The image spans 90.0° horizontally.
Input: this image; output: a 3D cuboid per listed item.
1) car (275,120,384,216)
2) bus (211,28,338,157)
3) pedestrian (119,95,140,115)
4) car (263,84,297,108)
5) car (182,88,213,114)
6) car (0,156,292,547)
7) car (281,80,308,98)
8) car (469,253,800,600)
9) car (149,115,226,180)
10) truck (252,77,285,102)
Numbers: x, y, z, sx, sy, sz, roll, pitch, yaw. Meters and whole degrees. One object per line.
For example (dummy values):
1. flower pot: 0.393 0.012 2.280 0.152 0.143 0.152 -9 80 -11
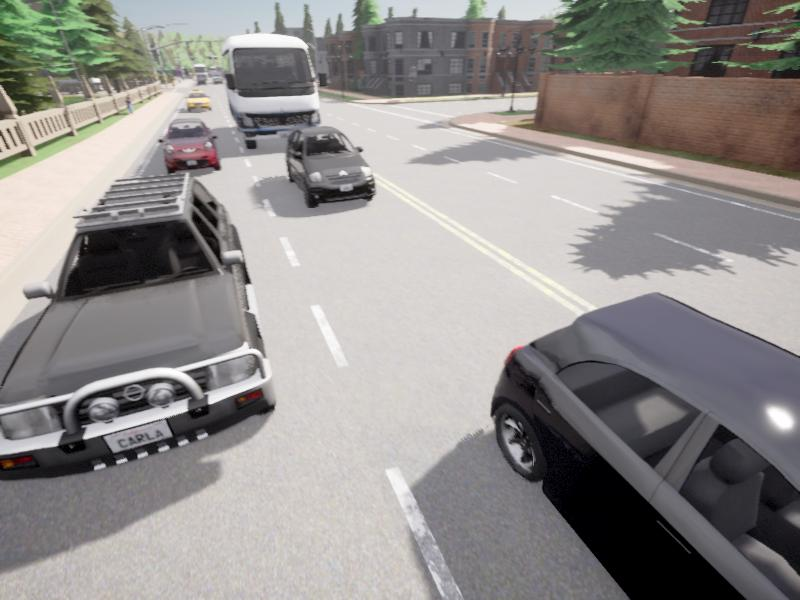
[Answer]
1. car: -2.045 -3.786 10.941 1.851 1.617 3.988 -13 32 -19
2. bus: -6.526 -10.334 19.632 3.944 4.253 10.273 -13 32 -19
3. pedestrian: -19.941 -14.389 29.513 0.751 1.300 0.751 -8 31 -12
4. car: -11.301 -19.210 37.513 2.152 1.651 5.027 -13 32 -19
5. car: -16.940 -16.779 33.575 1.801 1.575 5.366 -13 32 -19
6. car: -2.774 -0.237 4.642 1.932 1.855 4.605 -13 32 -19
7. car: -12.723 -25.406 48.126 2.152 1.651 5.027 -13 32 -19
8. car: 2.219 1.245 2.310 1.845 1.501 3.633 -13 32 -20
9. car: -7.382 -5.510 14.118 1.845 1.501 3.633 -13 32 -19
10. truck: -14.451 -23.117 43.801 2.390 2.098 6.274 -13 32 -19
